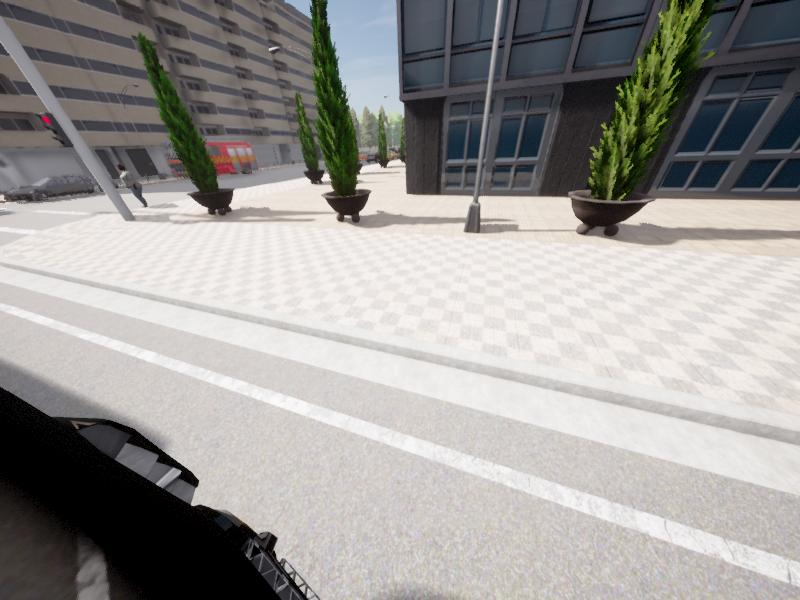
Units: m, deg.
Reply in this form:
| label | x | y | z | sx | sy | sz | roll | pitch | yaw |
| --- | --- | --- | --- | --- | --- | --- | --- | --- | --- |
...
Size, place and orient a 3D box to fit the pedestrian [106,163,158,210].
| label | x | y | z | sx | sy | sz | roll | pitch | yaw |
| --- | --- | --- | --- | --- | --- | --- | --- | --- | --- |
| pedestrian | -12.472 | -5.317 | 10.801 | 0.751 | 1.860 | 0.751 | 22 | 41 | 32 |

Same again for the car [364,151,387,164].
| label | x | y | z | sx | sy | sz | roll | pitch | yaw |
| --- | --- | --- | --- | --- | --- | --- | --- | --- | --- |
| car | -4.031 | -24.203 | 39.166 | 2.007 | 1.525 | 4.514 | 9 | 35 | 17 |

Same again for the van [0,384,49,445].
| label | x | y | z | sx | sy | sz | roll | pitch | yaw |
| --- | --- | --- | --- | --- | --- | --- | --- | --- | --- |
| van | -6.109 | 0.534 | 1.817 | 4.442 | 1.987 | 1.775 | 9 | 35 | 17 |

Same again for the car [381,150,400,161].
| label | x | y | z | sx | sy | sz | roll | pitch | yaw |
| --- | --- | --- | --- | --- | --- | --- | --- | --- | --- |
| car | -1.708 | -28.030 | 44.690 | 1.801 | 1.575 | 5.366 | 9 | 35 | 17 |

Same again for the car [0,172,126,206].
| label | x | y | z | sx | sy | sz | roll | pitch | yaw |
| --- | --- | --- | --- | --- | --- | --- | --- | --- | --- |
| car | -24.561 | -8.278 | 16.930 | 2.033 | 1.411 | 5.357 | 10 | 36 | 18 |

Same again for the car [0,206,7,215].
| label | x | y | z | sx | sy | sz | roll | pitch | yaw |
| --- | --- | --- | --- | --- | --- | --- | --- | --- | --- |
| car | -23.246 | -4.155 | 10.535 | 1.882 | 1.535 | 5.008 | 8 | 35 | 16 |

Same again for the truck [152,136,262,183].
| label | x | y | z | sx | sy | sz | roll | pitch | yaw |
| --- | --- | --- | --- | --- | --- | --- | --- | --- | --- |
| truck | -20.641 | -15.855 | 25.822 | 2.891 | 3.827 | 8.468 | 9 | 35 | 17 |
